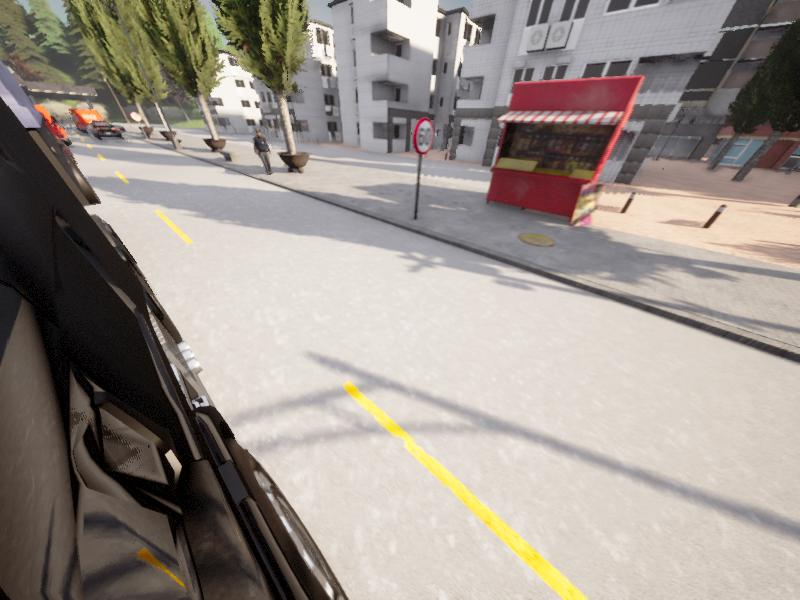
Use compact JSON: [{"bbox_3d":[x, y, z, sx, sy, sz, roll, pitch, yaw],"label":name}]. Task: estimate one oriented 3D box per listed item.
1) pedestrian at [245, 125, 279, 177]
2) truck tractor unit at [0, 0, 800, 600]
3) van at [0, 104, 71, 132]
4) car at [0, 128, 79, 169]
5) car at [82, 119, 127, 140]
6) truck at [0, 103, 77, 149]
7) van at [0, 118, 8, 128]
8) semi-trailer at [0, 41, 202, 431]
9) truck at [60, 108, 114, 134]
[{"bbox_3d":[-6.068,-6.554,10.225,0.751,1.860,0.751,-19,42,-26],"label":"pedestrian"},{"bbox_3d":[-2.645,-0.295,0.351,6.516,4.208,3.053,28,44,30],"label":"truck tractor unit"},{"bbox_3d":[-46.325,-22.792,29.010,5.915,2.561,1.988,4,35,2],"label":"van"},{"bbox_3d":[-18.552,-7.835,11.785,4.181,1.385,1.994,29,44,31],"label":"car"},{"bbox_3d":[-31.161,-17.948,24.338,4.974,1.542,2.038,29,44,30],"label":"car"},{"bbox_3d":[-27.281,-13.049,17.265,5.204,2.467,2.627,29,44,30],"label":"truck"},{"bbox_3d":[-55.891,-23.578,29.881,4.480,2.038,2.069,-23,42,-30],"label":"van"},{"bbox_3d":[-8.722,-3.590,4.201,14.254,4.402,2.717,28,44,30],"label":"semi-trailer"},{"bbox_3d":[-40.429,-23.155,29.912,5.204,2.467,2.627,24,41,26],"label":"truck"}]
